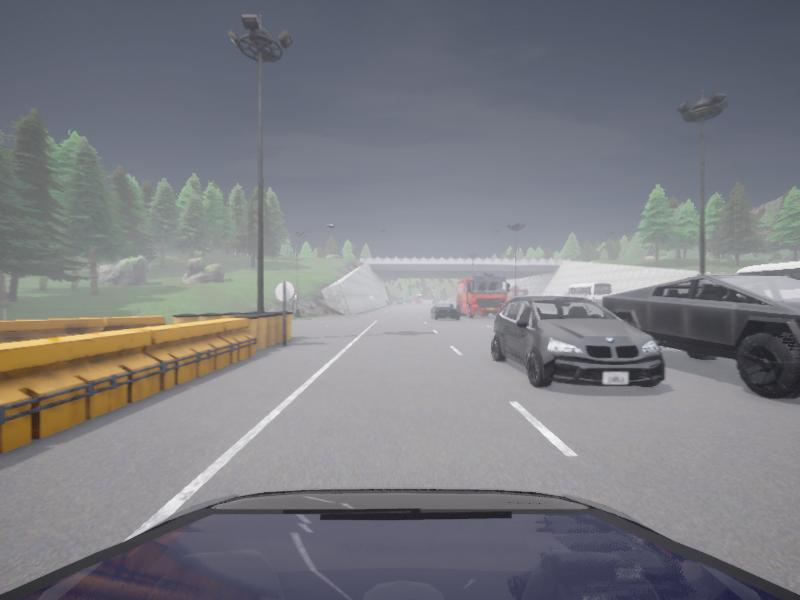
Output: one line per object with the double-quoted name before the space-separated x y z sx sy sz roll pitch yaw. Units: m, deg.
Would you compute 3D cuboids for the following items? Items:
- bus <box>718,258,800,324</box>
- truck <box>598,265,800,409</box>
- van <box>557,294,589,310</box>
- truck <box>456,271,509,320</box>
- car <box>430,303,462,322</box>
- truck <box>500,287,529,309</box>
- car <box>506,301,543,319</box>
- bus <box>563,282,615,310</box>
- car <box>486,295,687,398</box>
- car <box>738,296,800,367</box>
"bus" 27.874 -0.568 27.444 3.944 4.253 10.273 0 0 0
"truck" 6.998 0.531 8.611 2.390 2.098 6.274 0 0 0
"van" 27.990 0.301 65.031 2.351 2.431 6.366 0 0 0
"truck" 6.989 -0.363 35.101 2.891 3.827 8.468 0 0 0
"car" 3.494 0.906 31.226 1.895 1.301 4.718 0 0 0
"truck" 20.992 -0.411 73.848 2.891 3.827 8.468 0 0 0
"car" 10.495 0.814 34.001 1.816 1.474 4.193 0 0 0
"bus" 31.366 -0.615 67.076 3.944 4.253 10.273 0 0 0
"car" 3.496 0.745 8.753 2.242 1.667 4.611 0 0 0
"car" 10.501 0.745 8.786 2.242 1.667 4.611 0 0 0
